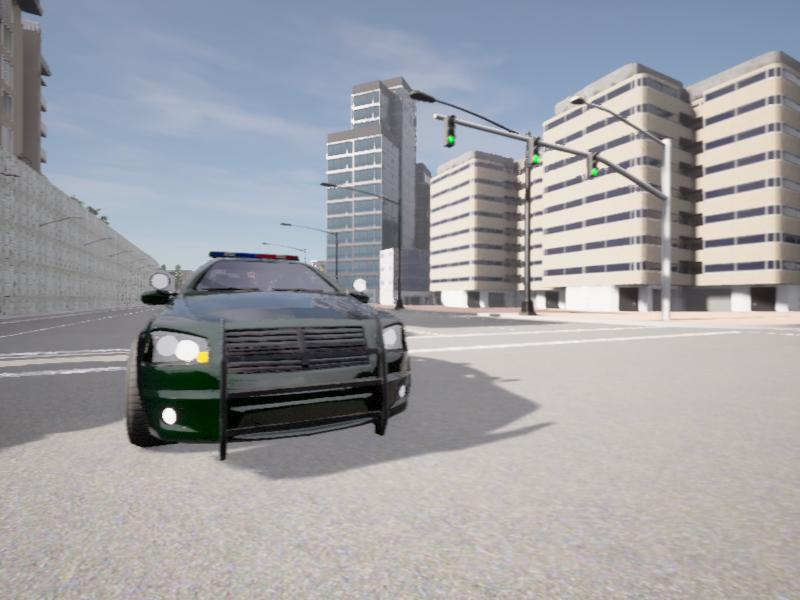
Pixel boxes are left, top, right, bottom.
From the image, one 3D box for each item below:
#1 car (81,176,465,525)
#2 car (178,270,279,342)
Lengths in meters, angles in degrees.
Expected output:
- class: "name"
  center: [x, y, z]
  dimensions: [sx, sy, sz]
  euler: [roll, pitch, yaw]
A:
- class: "car"
  center: [-1.571, 0.221, 4.452]
  dimensions: [2.038, 1.542, 4.974]
  euler: [0, 0, -26]
- class: "car"
  center: [-5.107, 0.140, 11.804]
  dimensions: [2.242, 1.667, 4.611]
  euler: [0, 0, -26]
